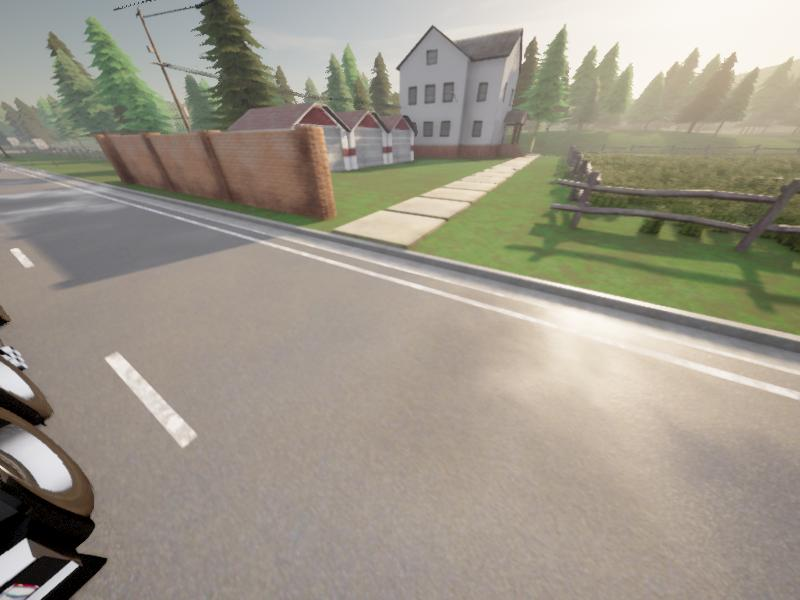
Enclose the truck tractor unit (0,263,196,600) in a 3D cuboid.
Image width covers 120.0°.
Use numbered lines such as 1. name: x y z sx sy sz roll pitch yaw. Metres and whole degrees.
1. truck tractor unit: -5.109 -0.301 0.790 6.516 4.208 3.053 18 39 24
